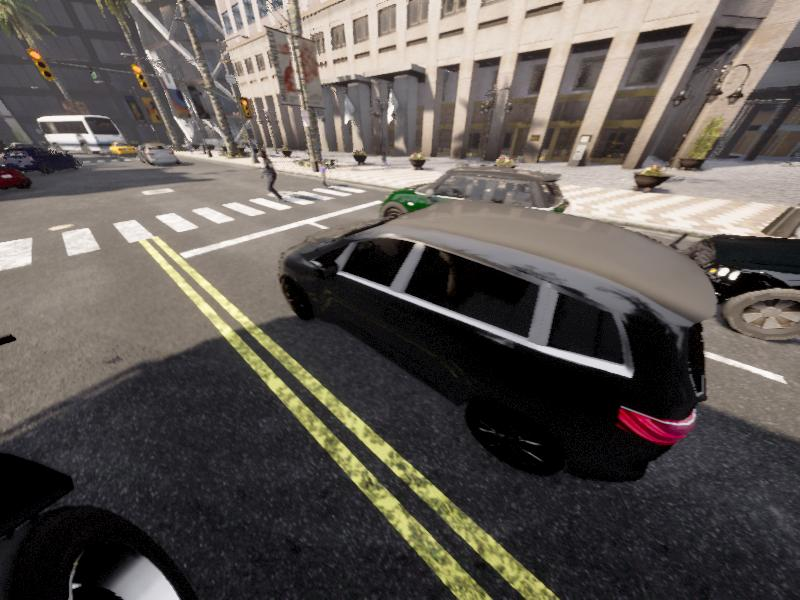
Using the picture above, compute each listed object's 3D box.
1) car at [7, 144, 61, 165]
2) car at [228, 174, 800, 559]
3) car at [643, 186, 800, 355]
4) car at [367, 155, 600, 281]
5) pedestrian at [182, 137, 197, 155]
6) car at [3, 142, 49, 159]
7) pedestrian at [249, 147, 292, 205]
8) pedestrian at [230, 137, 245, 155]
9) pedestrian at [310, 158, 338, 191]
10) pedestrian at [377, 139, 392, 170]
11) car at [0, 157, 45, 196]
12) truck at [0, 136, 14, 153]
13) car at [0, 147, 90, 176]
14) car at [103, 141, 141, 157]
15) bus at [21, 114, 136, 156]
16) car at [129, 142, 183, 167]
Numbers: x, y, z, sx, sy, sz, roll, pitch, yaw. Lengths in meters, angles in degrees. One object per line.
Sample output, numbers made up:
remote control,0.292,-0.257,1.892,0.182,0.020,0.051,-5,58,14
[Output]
car,-35.112,-14.066,22.230,4.792,1.488,2.163,24,42,30
car,0.365,-0.332,2.904,4.611,1.667,2.242,25,42,30
car,6.525,-0.007,2.594,4.974,1.542,2.038,25,42,30
car,1.625,-2.391,5.699,4.553,1.767,2.097,25,42,31
pedestrian,-27.128,-19.831,29.741,0.751,1.860,0.751,-26,43,-32
car,-44.036,-17.644,27.228,3.806,1.475,1.970,18,39,23
pedestrian,-4.967,-4.777,8.927,0.751,1.860,0.751,-28,44,-34
pedestrian,-20.860,-19.712,29.601,0.751,1.860,0.751,23,42,29
pedestrian,-3.726,-6.190,11.403,0.751,1.300,0.751,24,42,29
pedestrian,-1.123,-10.639,16.926,0.751,1.860,0.751,26,43,31
car,-20.351,-5.615,10.505,4.181,1.385,1.994,-5,36,-8
truck,-61.599,-22.482,33.420,6.274,2.098,2.390,0,35,0
car,-25.190,-9.915,16.393,1.845,1.501,3.633,-8,36,-12
car,-36.173,-19.681,30.035,5.366,1.575,1.801,22,41,28
bus,-43.325,-22.329,31.435,10.273,4.253,3.944,9,35,12
car,-22.790,-13.691,21.594,4.611,1.667,2.242,25,42,30
